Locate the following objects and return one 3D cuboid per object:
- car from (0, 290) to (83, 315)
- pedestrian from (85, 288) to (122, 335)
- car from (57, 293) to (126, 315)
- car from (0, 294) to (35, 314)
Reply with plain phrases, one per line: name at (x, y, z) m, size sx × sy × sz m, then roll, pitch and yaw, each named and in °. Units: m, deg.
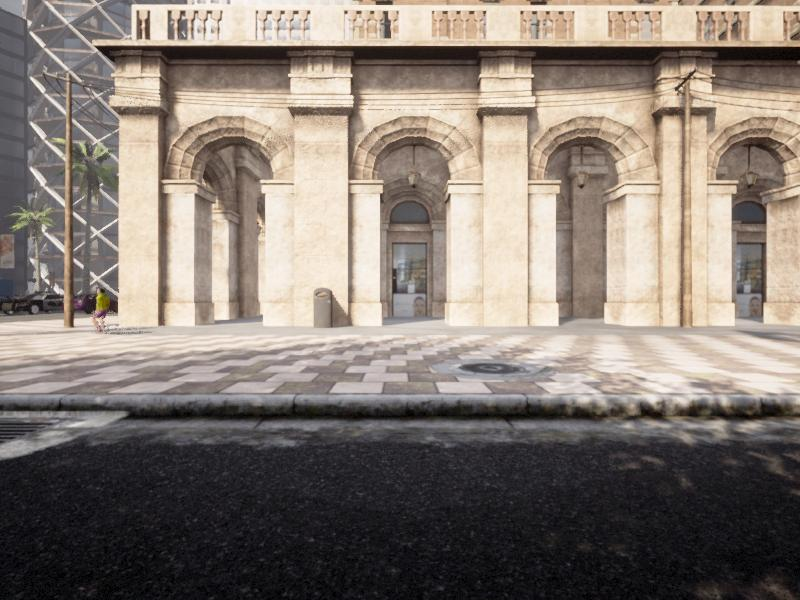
car at (-25.842, 0.170, 28.809) m, size 1.930 × 1.638 × 5.238 m, roll 0°, pitch 0°, yaw 0°
pedestrian at (-7.082, 0.265, 9.556) m, size 0.500 × 1.100 × 0.500 m, roll 0°, pitch 0°, yaw 10°
car at (-22.326, 0.254, 29.207) m, size 1.816 × 1.474 × 4.193 m, roll 0°, pitch 0°, yaw 0°
car at (-29.345, 0.294, 28.373) m, size 2.033 × 1.411 × 5.357 m, roll 0°, pitch 0°, yaw 0°
